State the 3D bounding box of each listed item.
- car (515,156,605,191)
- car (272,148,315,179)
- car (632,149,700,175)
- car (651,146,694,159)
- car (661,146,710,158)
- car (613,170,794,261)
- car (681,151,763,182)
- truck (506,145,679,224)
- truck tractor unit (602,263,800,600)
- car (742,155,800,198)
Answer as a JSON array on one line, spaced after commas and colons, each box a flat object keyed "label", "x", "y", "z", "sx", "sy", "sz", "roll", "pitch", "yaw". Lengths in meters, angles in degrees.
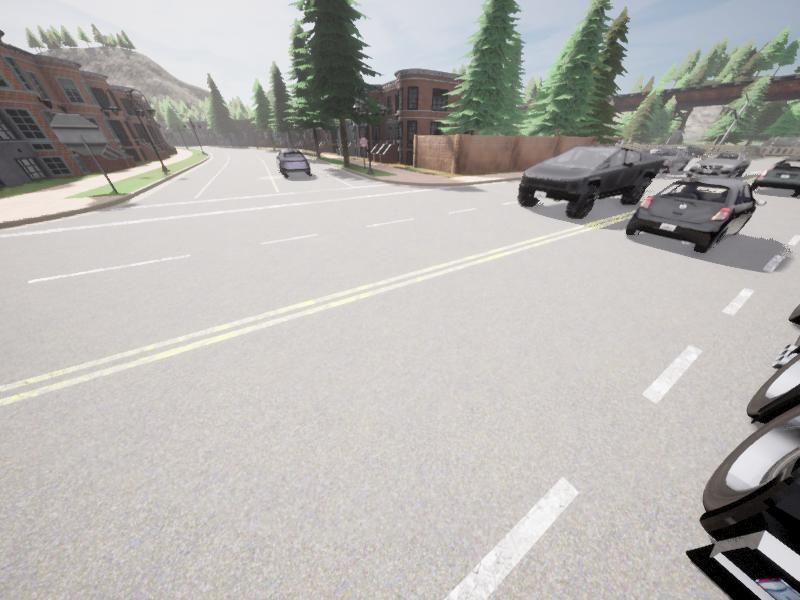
[{"label": "car", "x": 9.416, "y": -7.545, "z": 13.599, "sx": 4.892, "sy": 1.490, "sz": 1.837, "roll": -17, "pitch": 39, "yaw": -24}, {"label": "car", "x": -8.088, "y": -10.351, "z": 17.314, "sx": 2.033, "sy": 1.649, "sz": 4.856, "roll": -17, "pitch": 38, "yaw": -23}, {"label": "car", "x": 23.007, "y": -11.999, "z": 19.983, "sx": 5.027, "sy": 1.651, "sz": 2.152, "roll": -18, "pitch": 39, "yaw": -24}, {"label": "car", "x": 43.524, "y": -23.617, "z": 36.948, "sx": 1.970, "sy": 1.475, "sz": 3.806, "roll": -18, "pitch": 39, "yaw": -24}, {"label": "car", "x": 49.440, "y": -25.790, "z": 40.100, "sx": 1.837, "sy": 1.490, "sz": 4.892, "roll": -18, "pitch": 39, "yaw": -24}, {"label": "car", "x": 8.166, "y": -2.503, "z": 6.315, "sx": 3.633, "sy": 1.501, "sz": 1.845, "roll": -18, "pitch": 39, "yaw": -24}, {"label": "car", "x": 23.616, "y": -9.888, "z": 16.956, "sx": 5.027, "sy": 1.651, "sz": 2.152, "roll": -18, "pitch": 39, "yaw": -24}, {"label": "truck", "x": 7.635, "y": -4.876, "z": 9.219, "sx": 6.274, "sy": 2.098, "sz": 2.390, "roll": -18, "pitch": 39, "yaw": -24}, {"label": "truck tractor unit", "x": 5.108, "y": -0.304, "z": 0.783, "sx": 6.516, "sy": 4.208, "sz": 3.053, "roll": -18, "pitch": 39, "yaw": -24}, {"label": "car", "x": 20.920, "y": -6.694, "z": 12.360, "sx": 3.988, "sy": 1.617, "sz": 1.851, "roll": -18, "pitch": 39, "yaw": -24}]
